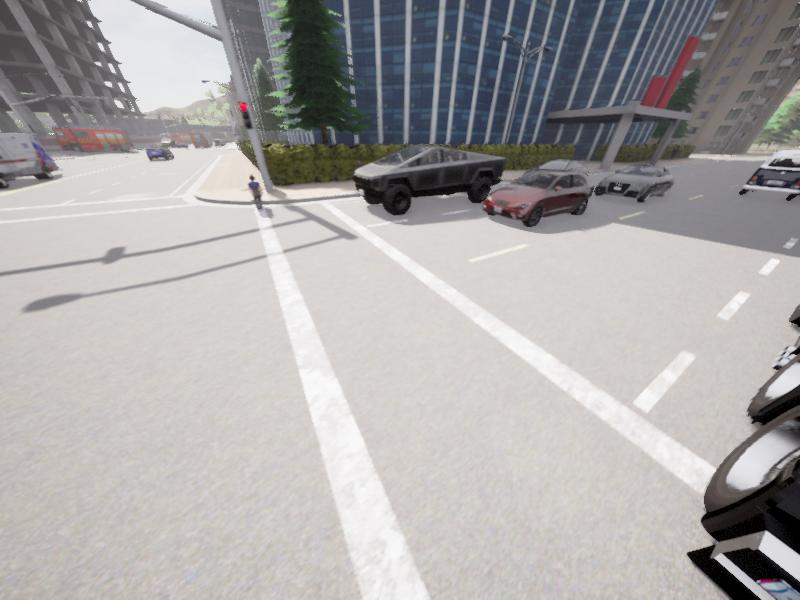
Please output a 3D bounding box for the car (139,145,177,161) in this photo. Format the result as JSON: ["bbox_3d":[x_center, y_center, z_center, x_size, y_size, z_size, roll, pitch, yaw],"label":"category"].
[{"bbox_3d":[-29.978,-18.383,28.804,2.007,1.525,4.514,-17,38,-23],"label":"car"}]

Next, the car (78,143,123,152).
[{"bbox_3d":[-55.015,-28.081,42.600,4.718,1.301,1.895,-18,39,-25],"label":"car"}]

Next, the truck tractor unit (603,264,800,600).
[{"bbox_3d":[5.112,-0.298,0.793,6.516,4.208,3.053,-18,39,-24],"label":"truck tractor unit"}]

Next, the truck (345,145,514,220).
[{"bbox_3d":[1.295,-5.106,9.532,6.274,2.098,2.390,-18,39,-24],"label":"truck"}]

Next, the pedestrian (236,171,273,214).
[{"bbox_3d":[-5.301,-3.944,8.454,0.751,1.300,0.751,-17,38,-24],"label":"pedestrian"}]

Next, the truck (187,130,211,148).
[{"bbox_3d":[-54.887,-43.967,63.288,2.891,3.827,8.468,-18,39,-25],"label":"truck"}]

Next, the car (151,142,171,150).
[{"bbox_3d":[-56.447,-36.551,54.700,2.033,1.411,5.357,-18,39,-25],"label":"car"}]

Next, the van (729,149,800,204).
[{"bbox_3d":[19.834,-6.450,11.805,4.480,2.038,2.069,-18,39,-24],"label":"van"}]

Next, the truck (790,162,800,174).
[{"bbox_3d":[39.677,-13.023,21.203,5.204,2.467,2.627,-18,39,-25],"label":"truck"}]

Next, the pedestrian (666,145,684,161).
[{"bbox_3d":[37.987,-20.310,31.909,0.751,1.860,0.751,-19,39,-25],"label":"pedestrian"}]

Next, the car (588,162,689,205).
[{"bbox_3d":[11.794,-5.891,11.467,4.181,1.385,1.994,-19,39,-25],"label":"car"}]

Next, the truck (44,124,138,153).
[{"bbox_3d":[-52.413,-27.659,39.815,8.468,3.827,2.891,-18,39,-25],"label":"truck"}]

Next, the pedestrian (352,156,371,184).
[{"bbox_3d":[-2.228,-7.483,13.300,0.751,1.300,0.751,-17,39,-24],"label":"pedestrian"}]

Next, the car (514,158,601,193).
[{"bbox_3d":[9.220,-7.390,13.523,4.674,1.442,1.812,-18,39,-25],"label":"car"}]

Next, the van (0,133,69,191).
[{"bbox_3d":[-23.043,-7.933,13.053,2.351,2.431,6.366,-18,39,-25],"label":"van"}]

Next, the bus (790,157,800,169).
[{"bbox_3d":[48.565,-16.697,25.072,10.273,4.253,3.944,-18,39,-25],"label":"bus"}]

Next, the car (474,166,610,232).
[{"bbox_3d":[4.961,-3.725,8.148,4.193,1.474,1.816,-18,39,-25],"label":"car"}]
